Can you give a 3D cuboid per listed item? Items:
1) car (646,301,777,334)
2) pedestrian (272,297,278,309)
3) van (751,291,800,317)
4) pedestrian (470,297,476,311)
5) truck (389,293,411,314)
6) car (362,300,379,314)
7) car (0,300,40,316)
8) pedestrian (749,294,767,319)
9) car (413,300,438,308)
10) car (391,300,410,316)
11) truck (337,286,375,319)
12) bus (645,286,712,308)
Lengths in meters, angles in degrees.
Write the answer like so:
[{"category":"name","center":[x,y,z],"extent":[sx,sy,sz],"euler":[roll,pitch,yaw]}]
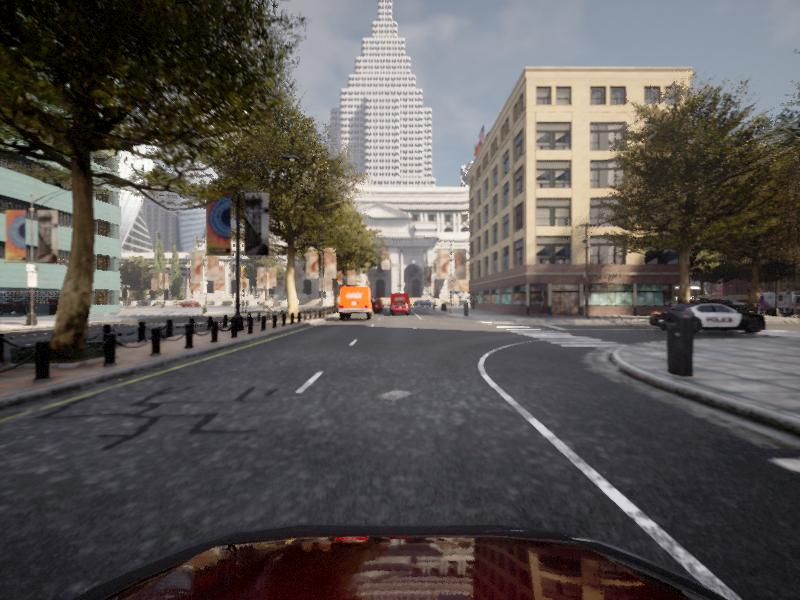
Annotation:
[{"category":"car","center":[15.253,0.833,19.751],"extent":[4.974,1.542,2.038],"euler":[0,0,-3]},{"category":"pedestrian","center":[-20.380,0.511,65.278],"extent":[0.751,1.860,0.751],"euler":[0,0,9]},{"category":"van","center":[37.976,0.393,38.735],"extent":[2.351,2.431,6.366],"euler":[0,0,0]},{"category":"pedestrian","center":[9.779,0.506,53.401],"extent":[0.751,1.860,0.751],"euler":[0,0,5]},{"category":"truck","center":[-0.002,0.376,49.301],"extent":[2.627,2.467,5.204],"euler":[0,0,0]},{"category":"car","center":[-3.495,0.807,48.072],"extent":[1.851,1.617,3.988],"euler":[0,0,0]},{"category":"car","center":[-38.448,0.732,39.092],"extent":[2.128,1.511,4.902],"euler":[0,0,0]},{"category":"pedestrian","center":[27.196,0.497,30.407],"extent":[0.751,1.860,0.751],"euler":[0,0,13]},{"category":"car","center":[5.189,0.801,82.053],"extent":[4.856,1.649,2.033],"euler":[0,0,0]},{"category":"car","center":[0.026,0.804,42.470],"extent":[1.851,1.617,3.988],"euler":[0,0,0]},{"category":"truck","center":[-3.487,0.320,32.783],"extent":[2.627,2.467,5.204],"euler":[0,-4,-1]},{"category":"bus","center":[54.479,-0.507,78.474],"extent":[10.273,4.253,3.944],"euler":[0,0,0]}]
